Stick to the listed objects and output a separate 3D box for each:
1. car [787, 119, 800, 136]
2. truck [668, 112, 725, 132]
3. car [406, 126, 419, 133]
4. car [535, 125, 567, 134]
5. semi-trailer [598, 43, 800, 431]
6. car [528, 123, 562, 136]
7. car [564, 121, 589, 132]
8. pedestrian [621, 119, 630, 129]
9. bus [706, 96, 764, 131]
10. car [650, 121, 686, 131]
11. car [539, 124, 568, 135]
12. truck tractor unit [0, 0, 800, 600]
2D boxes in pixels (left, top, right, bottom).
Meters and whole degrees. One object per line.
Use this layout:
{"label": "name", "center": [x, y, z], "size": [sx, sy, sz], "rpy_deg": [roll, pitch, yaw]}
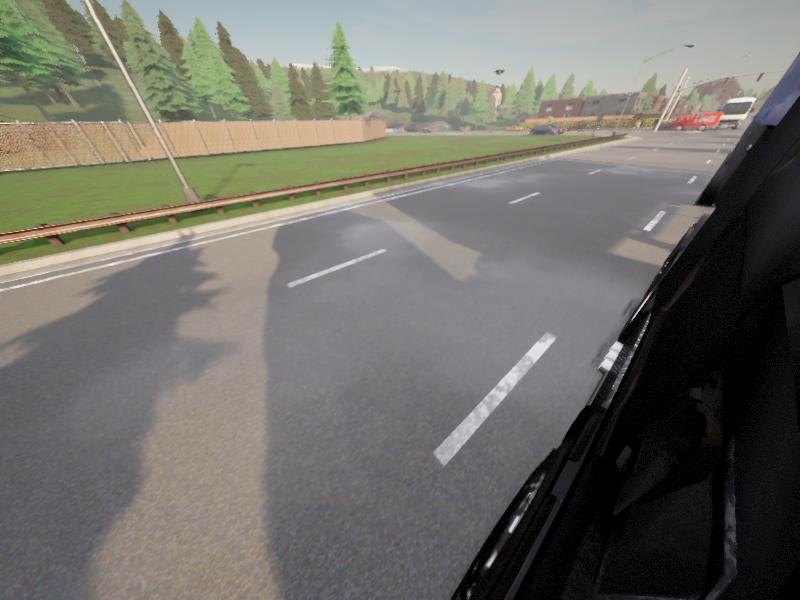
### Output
{"label": "car", "center": [46.682, -19.737, 26.324], "size": [3.806, 1.475, 1.970], "rpy_deg": [-28, 44, -30]}
{"label": "truck", "center": [49.692, -29.879, 38.859], "size": [2.627, 2.467, 5.204], "rpy_deg": [-27, 44, -29]}
{"label": "car", "center": [4.851, -67.934, 92.193], "size": [2.150, 2.045, 5.566], "rpy_deg": [-27, 43, -29]}
{"label": "car", "center": [31.032, -35.096, 47.580], "size": [2.163, 1.488, 4.792], "rpy_deg": [-27, 44, -30]}
{"label": "semi-trailer", "center": [8.701, -3.579, 4.259], "size": [14.254, 4.402, 2.717], "rpy_deg": [-28, 44, -30]}
{"label": "car", "center": [26.777, -31.610, 42.886], "size": [2.097, 1.767, 4.553], "rpy_deg": [-27, 44, -30]}
{"label": "car", "center": [41.372, -40.716, 54.202], "size": [3.866, 1.878, 1.905], "rpy_deg": [25, 45, 31]}
{"label": "pedestrian", "center": [53.631, -41.938, 54.940], "size": [0.751, 1.860, 0.751], "rpy_deg": [-28, 44, -30]}
{"label": "bus", "center": [58.883, -32.726, 40.702], "size": [10.273, 4.253, 3.944], "rpy_deg": [-28, 44, -30]}
{"label": "car", "center": [53.243, -34.697, 46.015], "size": [4.181, 1.385, 1.994], "rpy_deg": [6, 38, 11]}
{"label": "car", "center": [29.553, -32.881, 44.597], "size": [1.851, 1.617, 3.988], "rpy_deg": [-27, 44, -30]}
{"label": "truck tractor unit", "center": [2.645, -0.295, 0.351], "size": [6.516, 4.208, 3.053], "rpy_deg": [-28, 44, -30]}
